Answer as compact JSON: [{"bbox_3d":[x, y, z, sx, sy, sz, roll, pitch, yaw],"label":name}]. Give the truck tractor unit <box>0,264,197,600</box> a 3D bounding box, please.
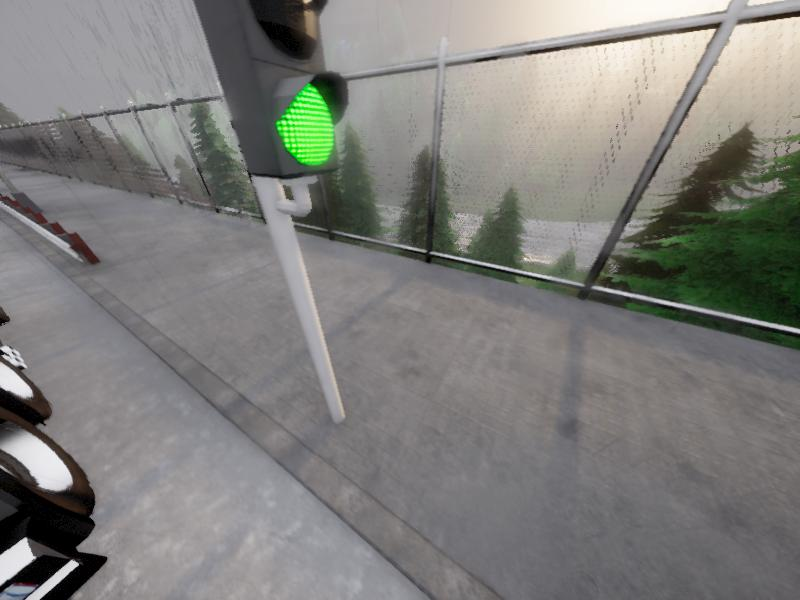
[{"bbox_3d":[-5.112,-0.299,0.783,6.516,4.208,3.053,18,39,24],"label":"truck tractor unit"}]
